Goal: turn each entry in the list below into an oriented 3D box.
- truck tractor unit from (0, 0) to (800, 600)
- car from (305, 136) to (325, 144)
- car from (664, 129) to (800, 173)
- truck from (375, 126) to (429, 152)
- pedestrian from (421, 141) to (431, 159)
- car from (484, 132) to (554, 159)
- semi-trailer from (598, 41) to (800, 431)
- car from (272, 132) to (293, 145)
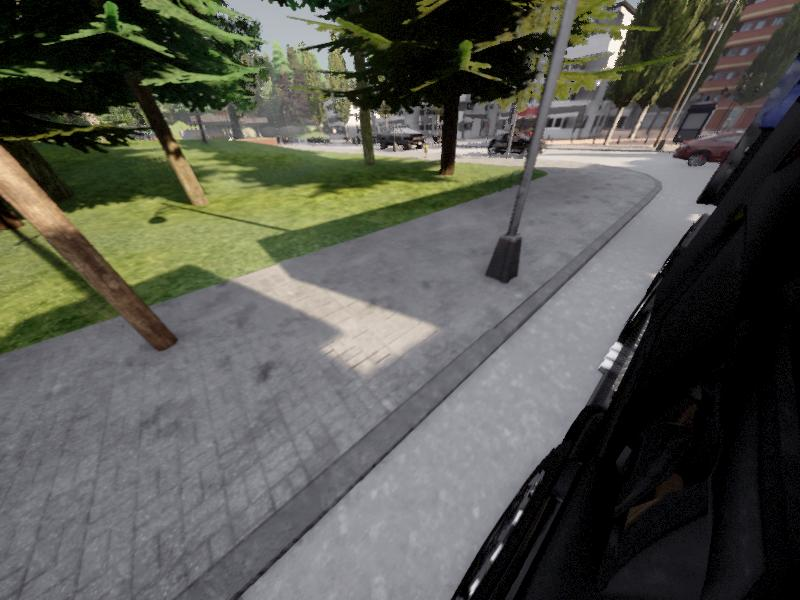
[{"bbox_3d":[2.645,-0.295,0.351,6.516,4.208,3.053,-28,44,-30],"label":"truck tractor unit"},{"bbox_3d":[-17.815,-33.376,48.155,1.895,1.301,4.718,-29,44,-30],"label":"car"},{"bbox_3d":[16.264,-7.079,10.871,1.812,1.442,4.674,-29,44,-30],"label":"car"},{"bbox_3d":[0.061,-18.099,26.018,2.390,2.098,6.274,-29,44,-30],"label":"truck"},{"bbox_3d":[1.975,-11.464,17.676,0.500,1.100,0.500,-24,42,-26],"label":"pedestrian"},{"bbox_3d":[8.963,-11.943,17.780,1.816,1.474,4.193,-29,44,-30],"label":"car"},{"bbox_3d":[8.697,-3.605,4.231,14.254,4.402,2.717,-28,44,-30],"label":"semi-trailer"},{"bbox_3d":[-26.060,-35.606,51.025,2.152,1.651,5.027,-32,38,-33],"label":"car"}]
